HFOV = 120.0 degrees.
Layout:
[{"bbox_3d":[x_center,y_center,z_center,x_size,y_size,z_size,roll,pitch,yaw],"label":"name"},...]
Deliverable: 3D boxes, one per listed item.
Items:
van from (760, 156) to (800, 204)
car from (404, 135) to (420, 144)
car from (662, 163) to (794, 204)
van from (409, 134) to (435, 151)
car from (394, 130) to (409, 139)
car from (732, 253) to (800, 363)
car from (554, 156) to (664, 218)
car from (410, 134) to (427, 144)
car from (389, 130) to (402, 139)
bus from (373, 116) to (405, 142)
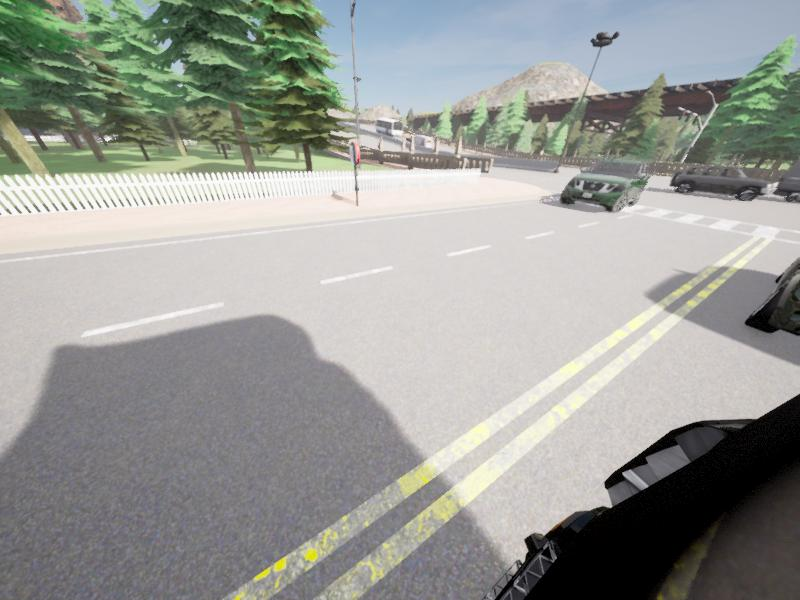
[{"bbox_3d":[27.195,-6.771,13.563,1.988,2.561,5.915,-17,39,-27],"label":"van"},{"bbox_3d":[3.099,-42.265,60.790,1.816,1.474,4.193,-17,46,-27],"label":"car"},{"bbox_3d":[21.623,-7.958,15.559,1.932,1.855,4.605,-17,39,-27],"label":"car"},{"bbox_3d":[4.892,-36.297,53.196,2.351,2.431,6.366,-17,46,-27],"label":"van"},{"bbox_3d":[0.525,-49.583,69.072,1.801,1.575,5.366,-17,46,-27],"label":"car"},{"bbox_3d":[7.417,-0.263,3.159,4.553,1.767,2.097,-16,38,-26],"label":"car"},{"bbox_3d":[10.209,-5.660,11.196,5.566,2.045,2.150,-22,42,-32],"label":"car"},{"bbox_3d":[5.023,-44.398,63.655,2.163,1.488,4.792,-17,46,-27],"label":"car"},{"bbox_3d":[-1.242,-47.240,66.033,1.816,1.474,4.193,-17,46,-27],"label":"car"},{"bbox_3d":[-3.234,-46.257,62.365,3.944,4.253,10.273,-17,46,-27],"label":"bus"}]
